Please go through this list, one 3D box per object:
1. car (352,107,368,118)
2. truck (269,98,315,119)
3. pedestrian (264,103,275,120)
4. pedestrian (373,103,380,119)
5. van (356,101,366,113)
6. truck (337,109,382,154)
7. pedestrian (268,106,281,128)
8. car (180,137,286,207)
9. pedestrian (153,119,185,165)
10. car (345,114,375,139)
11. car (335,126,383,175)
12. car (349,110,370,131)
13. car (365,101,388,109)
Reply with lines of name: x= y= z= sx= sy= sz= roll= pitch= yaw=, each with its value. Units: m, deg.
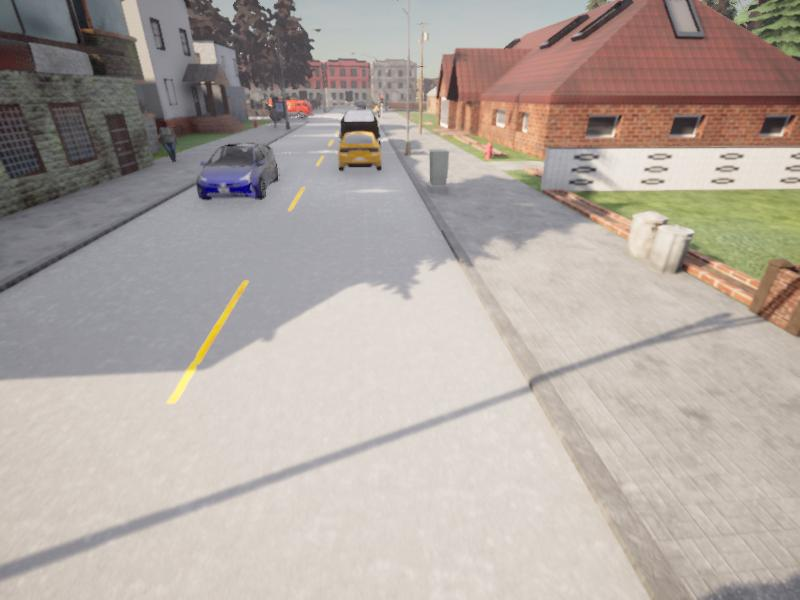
car: x=-6.134 y=-29.104 z=62.100 sx=1.895 sy=1.301 sz=4.718 roll=1 pitch=27 yaw=2
truck: x=-14.441 y=-25.693 z=53.716 sx=5.204 sy=2.467 sz=2.627 roll=0 pitch=27 yaw=1
pedestrian: x=-15.972 y=-23.092 z=48.996 sx=0.751 sy=1.860 sz=0.751 roll=16 pitch=31 yaw=28
pedestrian: x=-3.031 y=-24.601 z=52.014 sx=0.751 sy=1.860 sz=0.751 roll=7 pitch=28 yaw=13
van: x=-7.461 y=-37.082 z=76.828 sx=1.775 sy=1.987 sz=4.442 roll=-2 pitch=27 yaw=-4
truck: x=-2.508 y=-10.735 z=25.131 sx=2.390 sy=2.098 sz=6.274 roll=-2 pitch=27 yaw=-4
pedestrian: x=-11.857 y=-17.327 z=37.832 sx=0.751 sy=1.860 sz=0.751 roll=-3 pitch=27 yaw=-6
car: x=-5.407 y=-4.541 z=13.721 sx=2.007 sy=1.525 sz=4.514 roll=-2 pitch=27 yaw=-4
pedestrian: x=-10.513 y=-7.219 z=18.244 sx=0.751 sy=1.860 sz=0.751 roll=-9 pitch=29 yaw=-17
car: x=-3.175 y=-14.005 z=32.115 sx=2.128 sy=1.511 sz=4.902 roll=-2 pitch=27 yaw=-4
car: x=-1.870 y=-7.076 z=18.648 sx=1.882 sy=1.535 sz=5.008 roll=-2 pitch=27 yaw=-4
car: x=-3.802 y=-17.134 z=38.078 sx=1.851 sy=1.617 sz=3.988 roll=-2 pitch=27 yaw=-4
car: x=-5.866 y=-48.214 z=98.925 sx=5.366 sy=1.575 sz=1.801 roll=-5 pitch=28 yaw=-11
